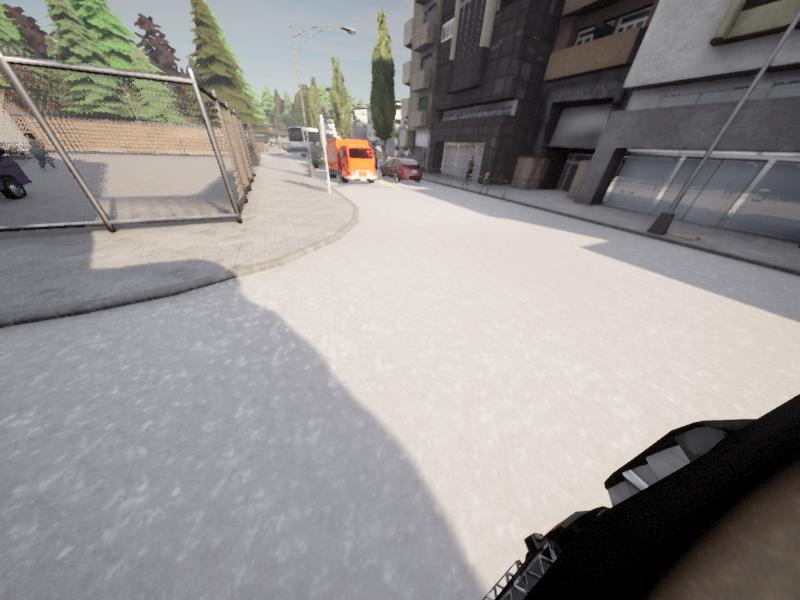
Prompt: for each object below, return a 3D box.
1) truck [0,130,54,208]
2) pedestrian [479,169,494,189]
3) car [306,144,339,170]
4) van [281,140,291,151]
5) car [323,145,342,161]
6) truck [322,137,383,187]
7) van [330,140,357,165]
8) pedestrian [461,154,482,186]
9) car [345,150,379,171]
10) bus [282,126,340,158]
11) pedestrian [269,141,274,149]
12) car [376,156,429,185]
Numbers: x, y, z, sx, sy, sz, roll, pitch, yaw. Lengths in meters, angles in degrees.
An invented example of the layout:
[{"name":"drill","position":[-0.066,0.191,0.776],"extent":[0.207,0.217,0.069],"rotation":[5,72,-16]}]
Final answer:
[{"name":"truck","position":[-13.553,-3.647,6.466],"extent":[2.069,2.038,4.478],"rotation":[-13,37,-22]},{"name":"pedestrian","position":[5.649,-7.914,15.109],"extent":[0.500,1.100,0.500],"rotation":[-13,36,-22]},{"name":"car","position":[-8.226,-15.138,24.335],"extent":[2.150,2.045,5.566],"rotation":[-13,36,-22]},{"name":"van","position":[-35.267,-47.740,71.404],"extent":[1.988,2.561,5.915],"rotation":[-13,37,-22]},{"name":"car","position":[-10.771,-23.299,36.600],"extent":[1.905,1.878,3.866],"rotation":[-13,37,-22]},{"name":"truck","position":[-3.358,-9.461,15.764],"extent":[2.627,2.467,5.204],"rotation":[-13,36,-22]},{"name":"van","position":[-7.638,-19.821,31.001],"extent":[1.988,2.561,5.915],"rotation":[-13,37,-22]},{"name":"pedestrian","position":[4.937,-9.072,16.115],"extent":[0.751,1.860,0.751],"rotation":[-9,35,-17]},{"name":"car","position":[-4.177,-15.267,25.168],"extent":[2.242,1.667,4.611],"rotation":[-13,36,-22]},{"name":"bus","position":[-15.427,-28.351,41.697],"extent":[3.944,4.253,10.273],"rotation":[11,35,15]},{"name":"pedestrian","position":[-37.144,-44.672,66.651],"extent":[0.751,1.860,0.751],"rotation":[28,41,33]},{"name":"car","position":[0.003,-10.154,17.948],"extent":[2.163,1.488,4.792],"rotation":[-13,37,-22]}]
